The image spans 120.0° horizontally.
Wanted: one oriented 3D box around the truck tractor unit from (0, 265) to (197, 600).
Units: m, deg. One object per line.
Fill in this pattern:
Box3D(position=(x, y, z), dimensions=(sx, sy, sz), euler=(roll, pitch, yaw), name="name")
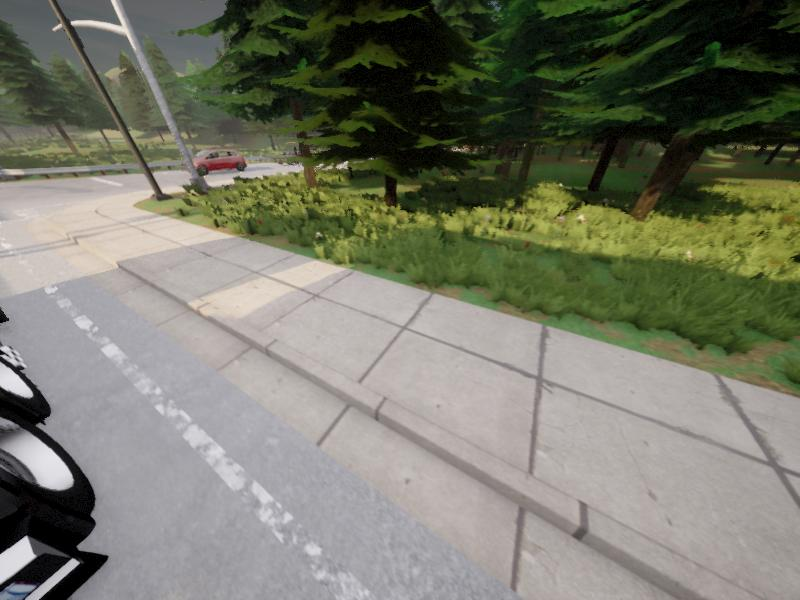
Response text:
Box3D(position=(-5.115, -0.296, 0.780), dimensions=(6.516, 4.208, 3.053), euler=(18, 39, 24), name="truck tractor unit")
